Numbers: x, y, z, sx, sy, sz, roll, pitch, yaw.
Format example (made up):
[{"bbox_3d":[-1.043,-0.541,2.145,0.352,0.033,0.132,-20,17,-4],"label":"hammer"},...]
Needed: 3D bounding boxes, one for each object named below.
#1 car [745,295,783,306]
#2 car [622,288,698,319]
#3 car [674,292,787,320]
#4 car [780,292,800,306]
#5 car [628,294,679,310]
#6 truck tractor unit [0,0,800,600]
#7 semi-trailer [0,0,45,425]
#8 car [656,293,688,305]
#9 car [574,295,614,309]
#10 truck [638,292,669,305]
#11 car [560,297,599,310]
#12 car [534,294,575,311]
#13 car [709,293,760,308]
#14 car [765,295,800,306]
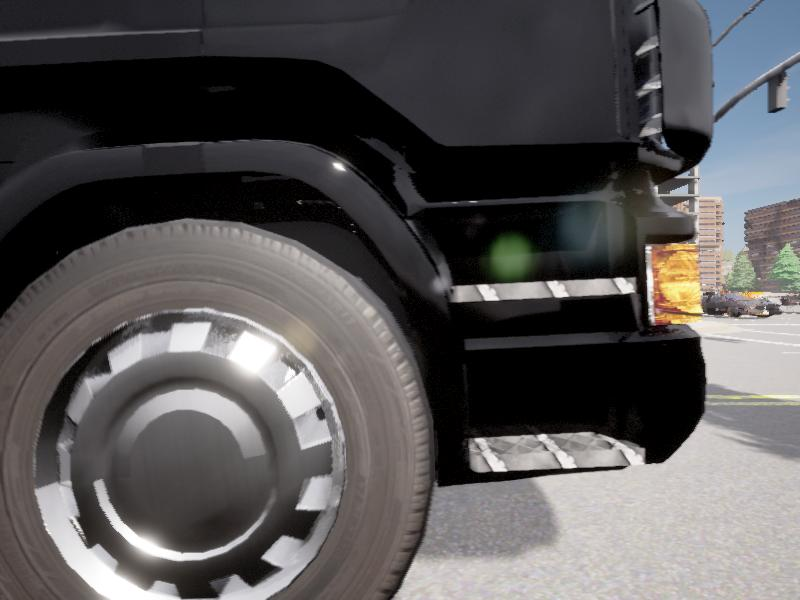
[{"bbox_3d":[50.955,0.127,56.088,1.970,1.475,3.806,0,0,0],"label":"car"},{"bbox_3d":[14.962,0.185,23.302,1.851,1.617,3.988,0,0,0],"label":"car"},{"bbox_3d":[18.461,0.291,22.825,2.033,1.411,5.357,0,0,0],"label":"car"},{"bbox_3d":[56.533,-0.116,56.124,1.932,1.855,4.605,0,0,0],"label":"car"},{"bbox_3d":[25.440,0.217,40.394,1.882,1.535,5.008,0,0,0],"label":"car"},{"bbox_3d":[-2.377,-1.121,2.206,6.516,4.208,3.053,0,0,0],"label":"truck tractor unit"},{"bbox_3d":[-10.290,-1.215,2.209,14.254,4.402,2.717,0,0,0],"label":"semi-trailer"},{"bbox_3d":[42.454,-0.113,62.557,1.932,1.855,4.605,0,0,0],"label":"car"},{"bbox_3d":[21.936,0.247,45.461,2.163,1.488,4.792,0,0,0],"label":"car"},{"bbox_3d":[39.558,-0.207,62.494,2.069,2.038,4.478,0,0,0],"label":"truck"},{"bbox_3d":[18.441,0.340,41.249,1.895,1.301,4.718,0,0,0],"label":"car"},{"bbox_3d":[14.944,0.224,39.034,2.038,1.542,4.974,0,0,0],"label":"car"},{"bbox_3d":[39.540,0.058,47.448,2.242,1.667,4.611,0,0,0],"label":"car"},{"bbox_3d":[53.850,0.095,56.080,1.784,1.438,3.905,0,0,0],"label":"car"}]
